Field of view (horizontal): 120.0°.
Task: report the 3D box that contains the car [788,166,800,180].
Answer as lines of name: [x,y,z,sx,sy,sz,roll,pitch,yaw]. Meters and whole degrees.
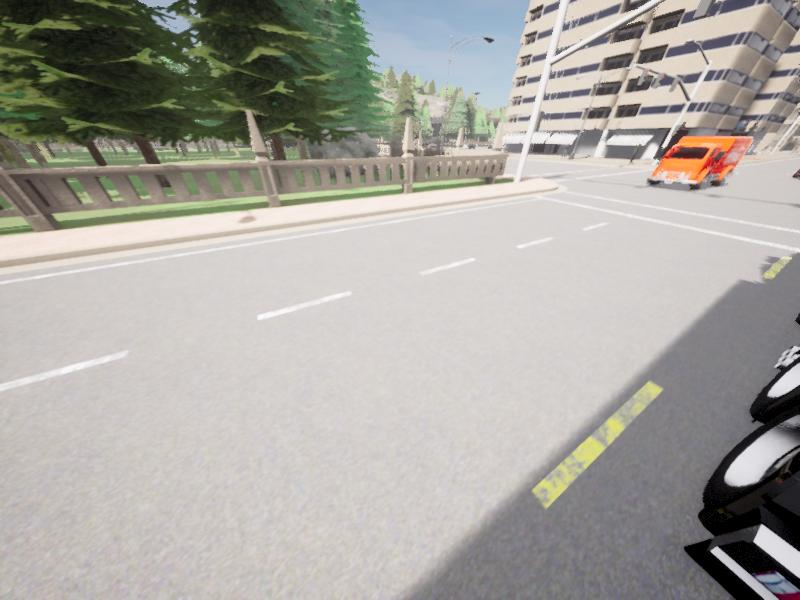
car: [30.168,-9.254,16.304,4.181,1.385,1.994,-17,38,-24]

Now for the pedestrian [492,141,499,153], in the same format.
pedestrian: [18.458,-29.612,44.610,0.751,1.860,0.751,1,35,0]

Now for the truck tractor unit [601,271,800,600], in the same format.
truck tractor unit: [5.124,-0.287,0.769,6.516,4.208,3.053,-18,39,-24]

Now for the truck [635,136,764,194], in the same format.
truck: [17.080,-7.911,13.291,5.204,2.467,2.627,-18,39,-23]

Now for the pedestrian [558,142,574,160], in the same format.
pedestrian: [21.137,-18.998,29.402,0.751,1.860,0.751,-2,35,-3]

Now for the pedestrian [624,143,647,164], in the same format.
pedestrian: [24.777,-15.416,24.293,0.751,1.860,0.751,-14,37,-19]
